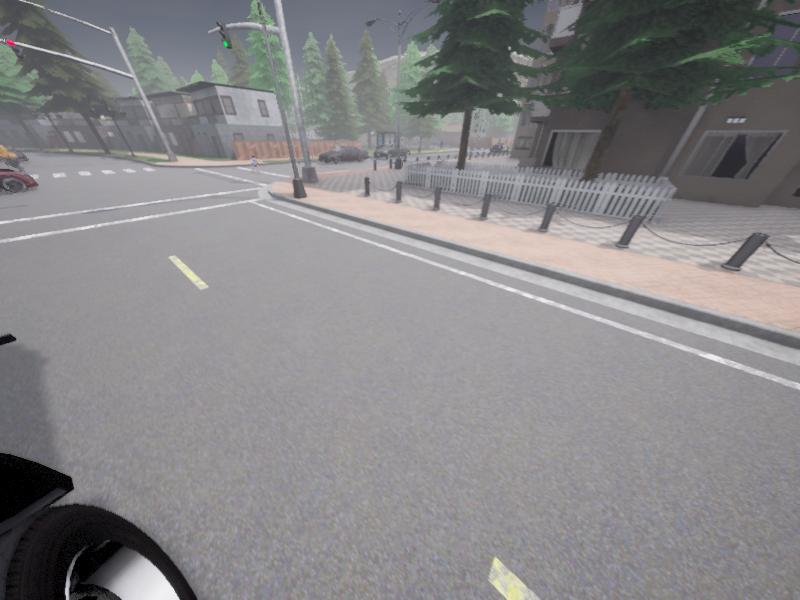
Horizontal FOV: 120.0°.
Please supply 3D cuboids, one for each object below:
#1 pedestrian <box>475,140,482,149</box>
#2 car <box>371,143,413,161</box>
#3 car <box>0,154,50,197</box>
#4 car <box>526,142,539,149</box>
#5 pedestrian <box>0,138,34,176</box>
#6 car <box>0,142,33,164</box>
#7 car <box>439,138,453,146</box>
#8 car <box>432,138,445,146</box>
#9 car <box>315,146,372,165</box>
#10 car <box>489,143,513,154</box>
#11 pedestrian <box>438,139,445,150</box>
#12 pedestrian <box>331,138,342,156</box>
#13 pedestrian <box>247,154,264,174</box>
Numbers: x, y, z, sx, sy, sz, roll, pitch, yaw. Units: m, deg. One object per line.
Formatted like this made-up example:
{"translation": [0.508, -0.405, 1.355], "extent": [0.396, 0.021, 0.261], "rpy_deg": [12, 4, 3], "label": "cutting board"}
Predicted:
{"translation": [18.417, -36.482, 54.218], "extent": [0.751, 1.860, 0.751], "rpy_deg": [27, 43, 32], "label": "pedestrian"}
{"translation": [-0.824, -17.938, 27.850], "extent": [2.152, 1.651, 5.027], "rpy_deg": [27, 43, 32], "label": "car"}
{"translation": [-17.954, -4.725, 9.017], "extent": [1.994, 1.385, 4.181], "rpy_deg": [10, 36, 13], "label": "car"}
{"translation": [36.812, -43.032, 64.173], "extent": [1.789, 1.549, 3.705], "rpy_deg": [27, 43, 32], "label": "car"}
{"translation": [-23.244, -8.487, 13.743], "extent": [0.751, 1.860, 0.751], "rpy_deg": [27, 43, 32], "label": "pedestrian"}
{"translation": [-35.156, -12.968, 20.316], "extent": [4.181, 1.385, 1.994], "rpy_deg": [17, 38, 22], "label": "car"}
{"translation": [13.764, -47.033, 68.852], "extent": [1.932, 1.855, 4.605], "rpy_deg": [26, 42, 31], "label": "car"}
{"translation": [11.568, -47.793, 69.888], "extent": [1.905, 1.878, 3.866], "rpy_deg": [26, 42, 31], "label": "car"}
{"translation": [-5.542, -14.698, 23.366], "extent": [2.033, 1.411, 5.357], "rpy_deg": [27, 43, 32], "label": "car"}
{"translation": [18.322, -27.568, 41.939], "extent": [2.038, 1.542, 4.974], "rpy_deg": [27, 42, 32], "label": "car"}
{"translation": [8.015, -30.057, 44.671], "extent": [0.751, 1.860, 0.751], "rpy_deg": [24, 41, 29], "label": "pedestrian"}
{"translation": [-7.854, -19.004, 28.706], "extent": [0.751, 1.860, 0.751], "rpy_deg": [28, 43, 33], "label": "pedestrian"}
{"translation": [-10.069, -9.485, 16.108], "extent": [0.500, 1.100, 0.500], "rpy_deg": [16, 38, 21], "label": "pedestrian"}
